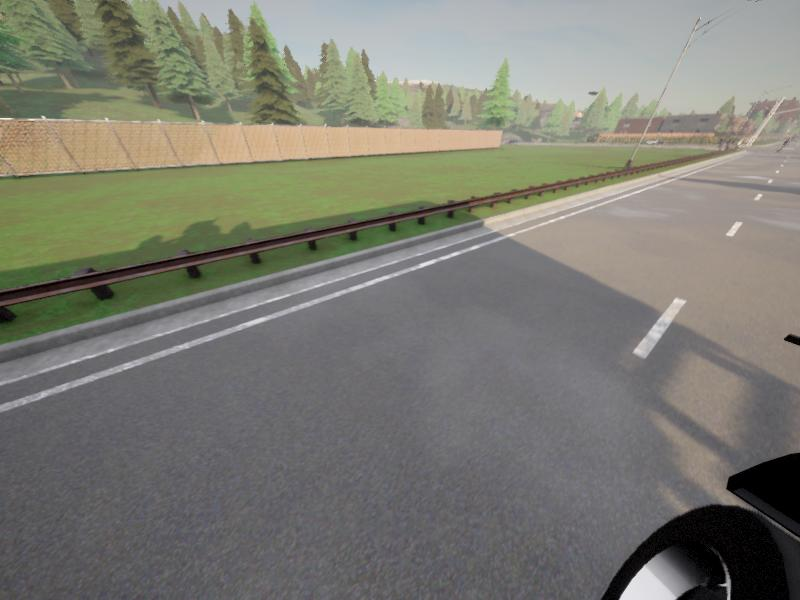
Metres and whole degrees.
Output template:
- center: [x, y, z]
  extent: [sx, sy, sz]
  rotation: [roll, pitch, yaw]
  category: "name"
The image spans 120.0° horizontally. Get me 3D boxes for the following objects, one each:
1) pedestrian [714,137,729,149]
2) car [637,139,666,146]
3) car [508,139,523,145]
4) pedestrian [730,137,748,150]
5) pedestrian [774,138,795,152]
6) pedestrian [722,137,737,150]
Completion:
- center: [56.738, -27.707, 40.768]
  extent: [0.751, 1.860, 0.751]
  rotation: [27, 44, 33]
  category: "pedestrian"
- center: [69.657, -43.888, 64.123]
  extent: [2.038, 1.542, 4.974]
  rotation: [-22, 40, -27]
  category: "car"
- center: [39.332, -53.936, 78.720]
  extent: [1.816, 1.474, 4.193]
  rotation: [-22, 40, -27]
  category: "car"
- center: [56.520, -26.121, 38.518]
  extent: [0.751, 1.860, 0.751]
  rotation: [-9, 36, -12]
  category: "pedestrian"
- center: [59.172, -23.895, 35.606]
  extent: [0.751, 1.860, 0.751]
  rotation: [29, 44, 35]
  category: "pedestrian"
- center: [57.492, -27.398, 40.320]
  extent: [0.751, 1.860, 0.751]
  rotation: [-27, 43, -32]
  category: "pedestrian"
